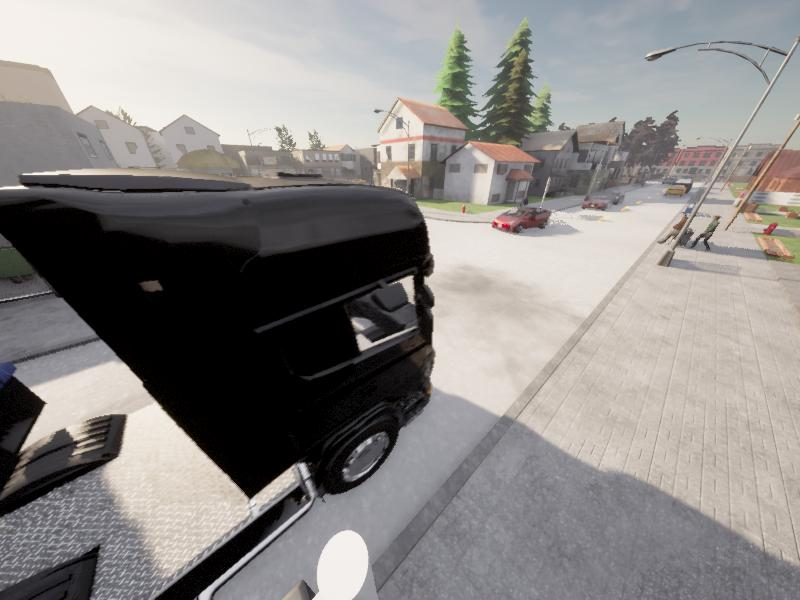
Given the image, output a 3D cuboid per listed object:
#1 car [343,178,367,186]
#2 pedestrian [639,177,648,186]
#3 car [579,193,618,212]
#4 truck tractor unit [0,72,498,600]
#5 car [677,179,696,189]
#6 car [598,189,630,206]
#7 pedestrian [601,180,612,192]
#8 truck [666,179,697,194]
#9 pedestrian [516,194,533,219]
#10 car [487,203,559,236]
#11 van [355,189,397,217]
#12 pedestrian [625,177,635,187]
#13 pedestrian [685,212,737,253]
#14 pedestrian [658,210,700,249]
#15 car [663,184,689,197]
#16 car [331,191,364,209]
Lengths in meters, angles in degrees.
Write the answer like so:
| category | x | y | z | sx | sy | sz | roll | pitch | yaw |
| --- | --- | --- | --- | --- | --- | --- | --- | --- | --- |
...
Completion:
| category | x | y | z | sx | sy | sz | roll | pitch | yaw |
| --- | --- | --- | --- | --- | --- | --- | --- | --- | --- |
| car | -11.035 | -29.263 | 57.110 | 5.366 | 1.575 | 1.801 | -24 | 37 | -35 |
| pedestrian | 57.059 | -27.890 | 54.179 | 0.751 | 1.860 | 0.751 | -20 | 36 | -31 |
| car | 21.421 | -10.538 | 24.890 | 4.181 | 1.385 | 1.994 | -23 | 37 | -35 |
| truck tractor unit | -2.680 | 0.945 | 2.150 | 6.516 | 4.208 | 3.053 | -23 | 37 | -34 |
| car | 60.421 | -24.417 | 48.690 | 3.988 | 1.617 | 1.851 | -22 | 37 | -33 |
| car | 26.218 | -12.616 | 28.327 | 3.633 | 1.501 | 1.845 | -23 | 37 | -34 |
| pedestrian | 36.594 | -20.228 | 40.926 | 0.751 | 1.860 | 0.751 | -23 | 37 | -35 |
| truck | 49.349 | -19.950 | 40.461 | 6.274 | 2.098 | 2.390 | -23 | 37 | -34 |
| pedestrian | 10.668 | -8.063 | 19.856 | 0.751 | 1.860 | 0.751 | 11 | 32 | 18 |
| car | 8.867 | -5.890 | 16.681 | 4.514 | 1.525 | 2.007 | -15 | 33 | -24 |
| van | -2.433 | -9.663 | 22.757 | 1.775 | 1.987 | 4.442 | -23 | 37 | -34 |
| pedestrian | 50.894 | -26.104 | 51.103 | 0.751 | 1.860 | 0.751 | -17 | 34 | -27 |
| pedestrian | 15.910 | -3.464 | 11.888 | 0.751 | 1.860 | 0.751 | 20 | 35 | 30 |
| pedestrian | 15.066 | -3.833 | 12.528 | 0.751 | 1.860 | 0.751 | -26 | 39 | -37 |
| car | 43.629 | -17.307 | 36.445 | 5.008 | 1.535 | 1.882 | -23 | 37 | -34 |
| car | -6.095 | -11.608 | 26.637 | 1.816 | 1.474 | 4.193 | -23 | 37 | -34 |
